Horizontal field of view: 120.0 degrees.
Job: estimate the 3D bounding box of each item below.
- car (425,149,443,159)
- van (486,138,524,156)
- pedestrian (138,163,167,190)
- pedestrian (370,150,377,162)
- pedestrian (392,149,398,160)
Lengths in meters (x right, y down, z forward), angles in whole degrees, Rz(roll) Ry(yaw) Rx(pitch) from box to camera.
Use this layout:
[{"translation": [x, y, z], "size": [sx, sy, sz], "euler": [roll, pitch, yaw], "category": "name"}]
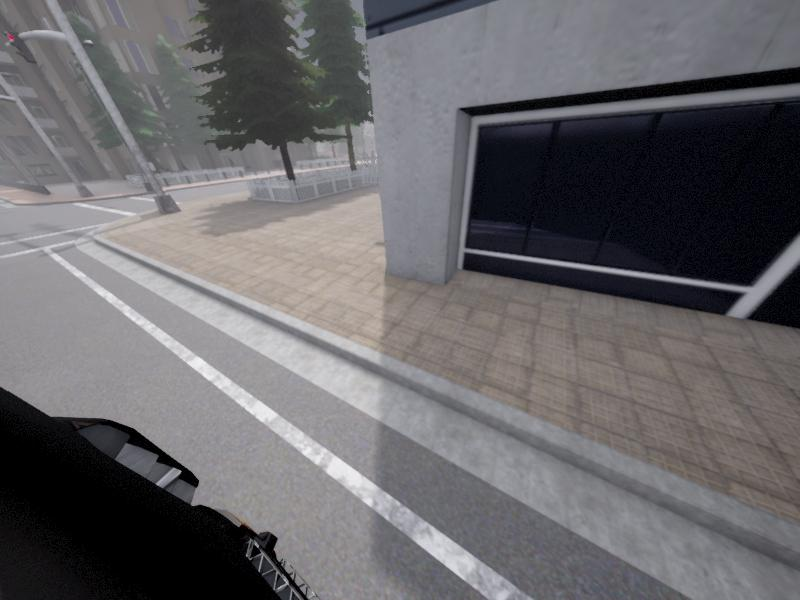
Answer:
[{"translation": [7.037, -30.245, 47.737], "size": [1.837, 1.490, 4.892], "euler": [15, 37, 25], "category": "car"}, {"translation": [19.220, -28.079, 42.504], "size": [5.915, 2.561, 1.988], "euler": [15, 38, 25], "category": "van"}, {"translation": [-20.371, -10.161, 19.020], "size": [0.751, 1.860, 0.751], "euler": [18, 39, 28], "category": "pedestrian"}, {"translation": [-4.745, -25.685, 41.179], "size": [0.751, 1.860, 0.751], "euler": [18, 39, 29], "category": "pedestrian"}, {"translation": [-1.091, -31.342, 49.678], "size": [0.751, 1.860, 0.751], "euler": [15, 38, 25], "category": "pedestrian"}]
